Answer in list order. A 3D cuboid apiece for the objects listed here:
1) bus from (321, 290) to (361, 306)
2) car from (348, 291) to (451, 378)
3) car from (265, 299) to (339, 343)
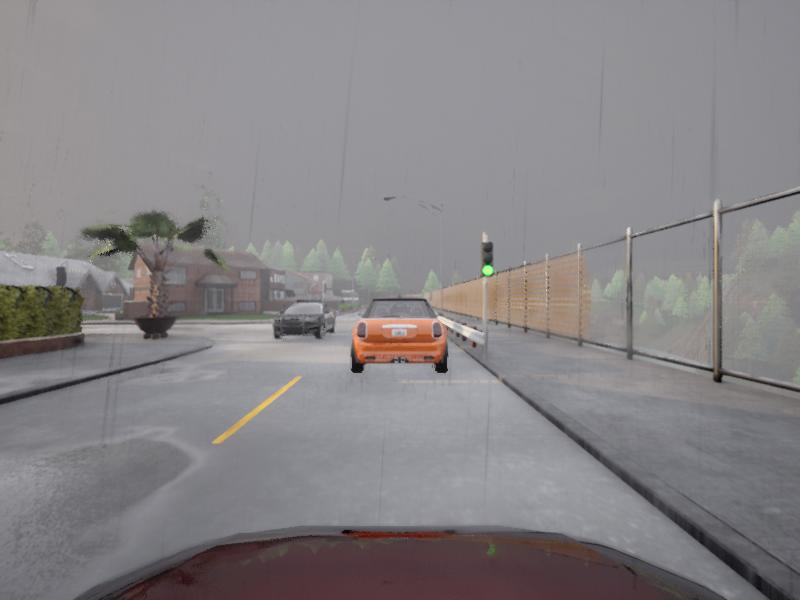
[{"bbox_3d":[-16.175,-0.552,110.537,10.273,4.253,3.944,0,0,0],"label":"bus"},{"bbox_3d":[-0.024,0.693,10.412,2.097,1.767,4.553,0,0,0],"label":"car"},{"bbox_3d":[-3.993,0.769,17.348,1.930,1.638,5.238,0,0,0],"label":"car"}]
